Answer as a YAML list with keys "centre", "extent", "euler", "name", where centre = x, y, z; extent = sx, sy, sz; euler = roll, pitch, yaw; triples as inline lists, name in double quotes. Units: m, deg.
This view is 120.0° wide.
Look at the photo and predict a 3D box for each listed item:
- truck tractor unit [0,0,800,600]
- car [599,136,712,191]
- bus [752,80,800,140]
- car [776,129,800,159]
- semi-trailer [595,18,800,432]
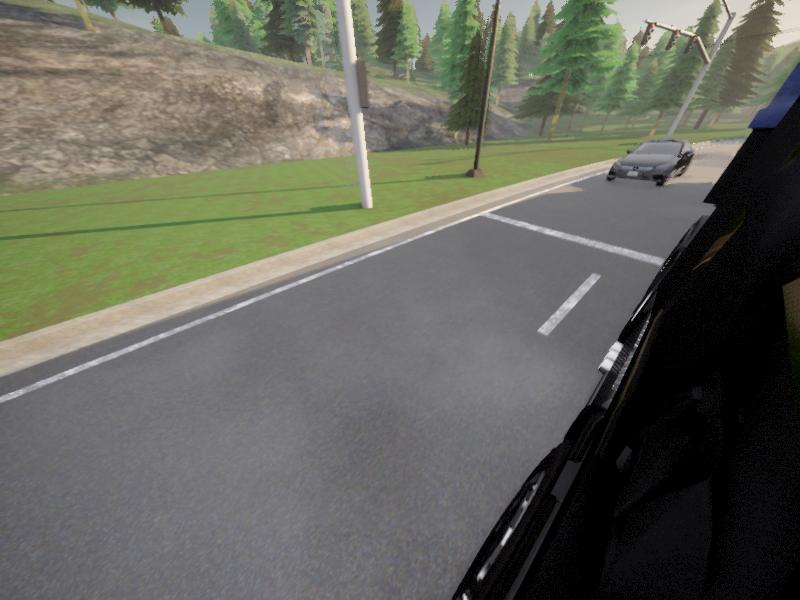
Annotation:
- centre: [2.645, -0.295, 0.352]
  extent: [6.516, 4.208, 3.053]
  euler: [-28, 44, -30]
  name: "truck tractor unit"
- centre: [10.726, -5.881, 9.691]
  extent: [4.674, 1.442, 1.812]
  euler: [-25, 42, -27]
  name: "car"
- centre: [40.364, -18.045, 21.832]
  extent: [10.273, 4.253, 3.944]
  euler: [-17, 39, -18]
  name: "bus"
- centre: [23.524, -8.882, 12.835]
  extent: [3.705, 1.549, 1.789]
  euler: [-21, 40, -23]
  name: "car"
- centre: [8.866, -3.473, 4.073]
  extent: [14.254, 4.402, 2.717]
  euler: [-26, 42, -28]
  name: "semi-trailer"
